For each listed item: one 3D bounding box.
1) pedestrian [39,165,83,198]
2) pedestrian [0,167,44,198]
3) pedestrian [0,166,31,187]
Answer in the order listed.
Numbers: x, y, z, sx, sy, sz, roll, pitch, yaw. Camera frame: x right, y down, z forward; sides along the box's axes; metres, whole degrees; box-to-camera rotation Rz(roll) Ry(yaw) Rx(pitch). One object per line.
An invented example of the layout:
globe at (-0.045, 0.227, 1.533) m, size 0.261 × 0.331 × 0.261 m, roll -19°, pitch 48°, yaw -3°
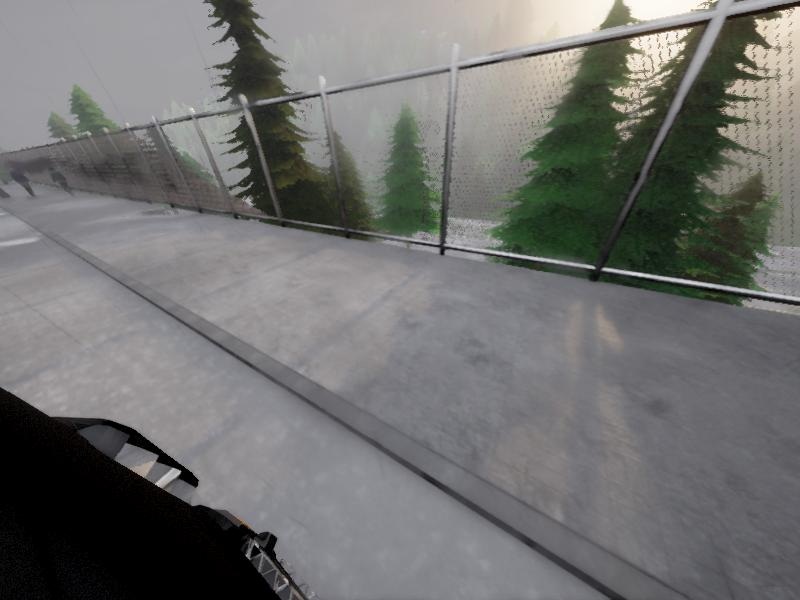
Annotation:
pedestrian at (-22.748, -7.969, 15.537) m, size 0.751 × 1.860 × 0.751 m, roll 17°, pitch 38°, yaw 26°
pedestrian at (-26.327, -8.200, 16.125) m, size 0.751 × 1.860 × 0.751 m, roll 19°, pitch 39°, yaw 29°
pedestrian at (-40.715, -13.112, 24.477) m, size 0.751 × 1.860 × 0.751 m, roll 10°, pitch 36°, yaw 18°
